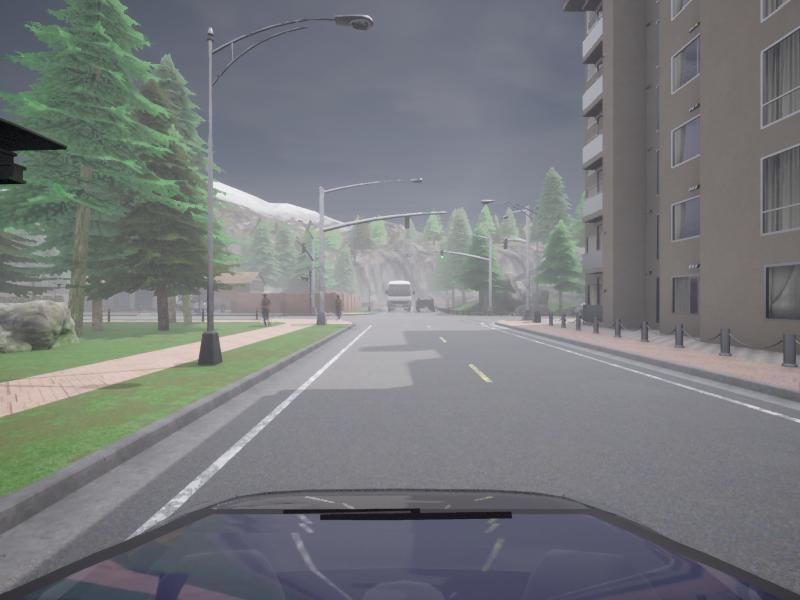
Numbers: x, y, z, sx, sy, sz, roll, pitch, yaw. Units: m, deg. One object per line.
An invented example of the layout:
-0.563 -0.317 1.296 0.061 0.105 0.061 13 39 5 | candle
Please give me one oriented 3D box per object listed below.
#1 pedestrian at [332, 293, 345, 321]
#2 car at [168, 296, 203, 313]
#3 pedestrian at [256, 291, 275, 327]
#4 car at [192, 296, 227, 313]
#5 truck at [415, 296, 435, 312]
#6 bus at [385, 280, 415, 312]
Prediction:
-4.251 0.485 27.582 0.751 1.860 0.751 0 0 -20 | pedestrian
-24.091 0.505 45.073 1.905 1.878 3.866 0 0 -1 | car
-7.058 0.484 21.078 0.751 1.860 0.751 0 0 0 | pedestrian
-21.587 0.503 45.523 1.932 1.855 4.605 0 0 -1 | car
3.416 0.542 55.736 2.390 2.098 6.274 0 0 0 | truck
0.035 -0.534 57.845 3.944 4.253 10.273 0 0 0 | bus
